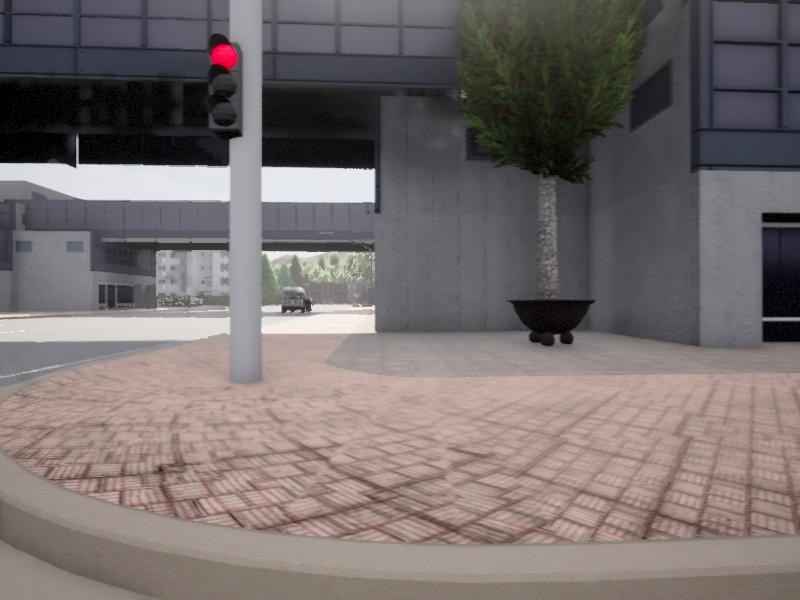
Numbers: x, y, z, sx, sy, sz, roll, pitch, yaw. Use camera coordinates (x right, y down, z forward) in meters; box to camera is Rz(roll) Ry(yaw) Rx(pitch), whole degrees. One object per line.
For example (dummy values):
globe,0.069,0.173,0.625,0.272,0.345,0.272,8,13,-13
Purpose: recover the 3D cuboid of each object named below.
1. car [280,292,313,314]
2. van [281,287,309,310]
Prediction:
car,-8.195,0.240,32.010,1.851,1.617,3.988,0,0,-3
van,-12.433,-0.201,47.635,1.988,2.561,5.915,0,0,-3
